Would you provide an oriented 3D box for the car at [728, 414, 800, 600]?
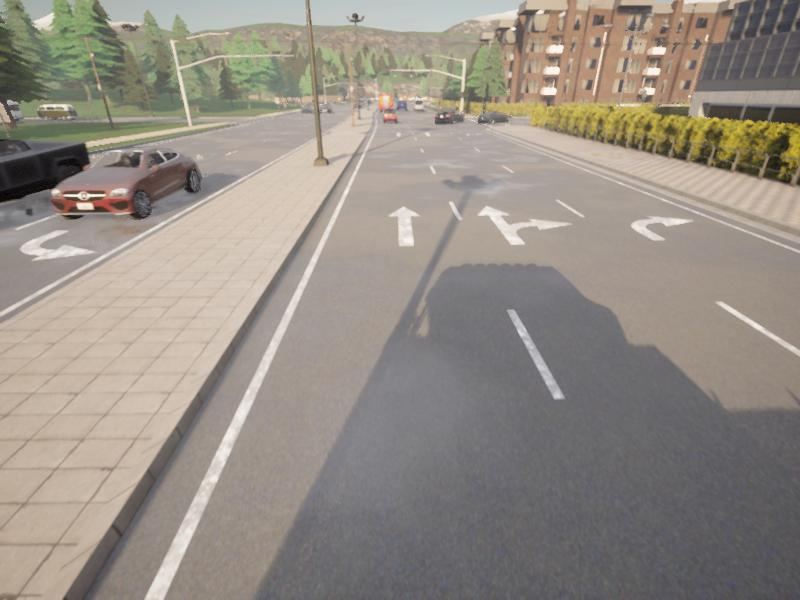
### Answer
[{"bbox_3d":[3.631,2.258,0.575,2.038,1.542,4.974,-1,27,-1],"label":"car"}]

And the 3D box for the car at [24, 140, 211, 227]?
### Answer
[{"bbox_3d":[-8.127,-3.805,12.366,2.152,1.651,5.027,-1,27,-1],"label":"car"}]

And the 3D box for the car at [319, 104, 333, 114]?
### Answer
[{"bbox_3d":[-14.283,-37.143,77.672,2.033,1.649,4.856,-1,27,-2],"label":"car"}]

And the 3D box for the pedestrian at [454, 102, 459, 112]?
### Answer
[{"bbox_3d":[10.872,-37.115,76.926,0.751,1.860,0.751,-1,27,-1],"label":"pedestrian"}]

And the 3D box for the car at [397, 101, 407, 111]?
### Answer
[{"bbox_3d":[0.457,-44.035,90.683,2.150,2.045,5.566,-1,27,-1],"label":"car"}]

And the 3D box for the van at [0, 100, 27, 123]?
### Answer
[{"bbox_3d":[-52.530,-24.374,51.683,5.915,2.561,1.988,0,27,0],"label":"van"}]

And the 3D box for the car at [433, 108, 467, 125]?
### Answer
[{"bbox_3d":[6.076,-22.200,48.318,2.242,1.667,4.611,16,31,29],"label":"car"}]

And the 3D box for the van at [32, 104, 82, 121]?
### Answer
[{"bbox_3d":[-47.084,-25.744,54.951,4.480,2.038,2.069,0,27,0],"label":"van"}]

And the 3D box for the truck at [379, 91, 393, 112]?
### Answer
[{"bbox_3d":[-2.969,-43.011,86.719,2.891,3.827,8.468,-1,27,-1],"label":"truck"}]

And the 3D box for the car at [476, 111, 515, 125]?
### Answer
[{"bbox_3d":[11.465,-21.859,47.972,4.181,1.385,1.994,-15,30,-27],"label":"car"}]

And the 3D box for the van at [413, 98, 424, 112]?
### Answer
[{"bbox_3d":[4.004,-43.139,88.380,1.988,2.561,5.915,-1,27,-1],"label":"van"}]

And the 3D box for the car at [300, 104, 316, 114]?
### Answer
[{"bbox_3d":[-17.741,-36.818,77.149,2.038,1.542,4.974,-1,27,-1],"label":"car"}]

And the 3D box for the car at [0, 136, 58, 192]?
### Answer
[{"bbox_3d":[-15.175,-4.899,14.541,1.851,1.617,3.988,-1,27,-1],"label":"car"}]

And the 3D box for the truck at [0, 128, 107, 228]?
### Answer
[{"bbox_3d":[-11.602,-3.368,10.994,2.390,2.098,6.274,-1,27,-1],"label":"truck"}]

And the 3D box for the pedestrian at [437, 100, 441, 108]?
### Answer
[{"bbox_3d":[10.011,-50.015,102.194,0.751,1.860,0.751,0,27,0],"label":"pedestrian"}]

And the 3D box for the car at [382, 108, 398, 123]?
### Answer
[{"bbox_3d":[-1.271,-23.467,50.883,1.851,1.617,3.988,-1,27,-3],"label":"car"}]

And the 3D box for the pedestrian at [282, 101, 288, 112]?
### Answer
[{"bbox_3d":[-23.104,-38.977,80.611,0.751,1.860,0.751,-1,27,-2],"label":"pedestrian"}]

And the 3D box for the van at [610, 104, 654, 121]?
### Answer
[{"bbox_3d":[31.919,-25.894,55.106,4.480,2.038,2.069,0,27,0],"label":"van"}]
